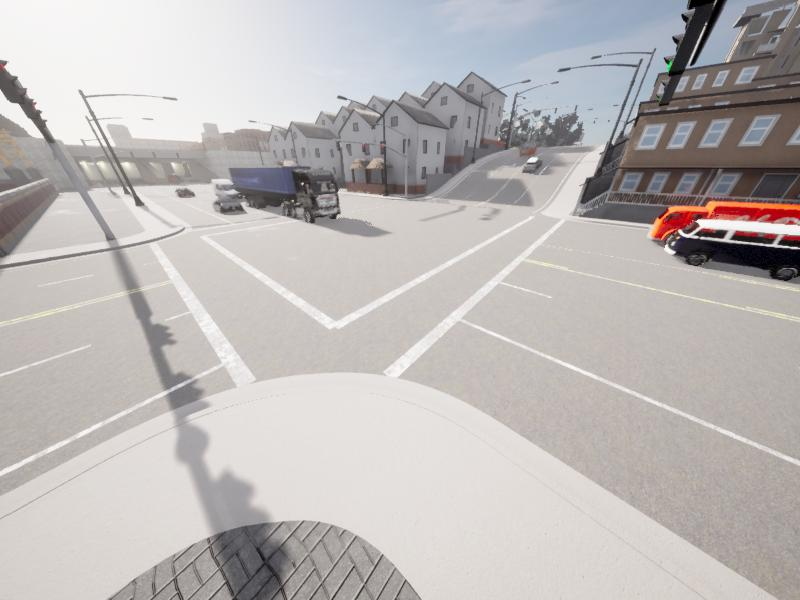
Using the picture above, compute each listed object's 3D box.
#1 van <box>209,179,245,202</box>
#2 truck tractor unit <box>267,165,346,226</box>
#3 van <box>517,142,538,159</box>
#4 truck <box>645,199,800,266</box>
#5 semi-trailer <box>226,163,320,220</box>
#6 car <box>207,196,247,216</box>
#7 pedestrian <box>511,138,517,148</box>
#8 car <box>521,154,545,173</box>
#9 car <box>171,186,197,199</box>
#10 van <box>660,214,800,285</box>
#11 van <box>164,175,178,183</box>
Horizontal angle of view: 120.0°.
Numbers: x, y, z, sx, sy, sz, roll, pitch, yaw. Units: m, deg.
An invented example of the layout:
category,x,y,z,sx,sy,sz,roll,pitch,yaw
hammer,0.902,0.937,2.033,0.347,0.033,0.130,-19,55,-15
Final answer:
category,x,y,z,sx,sy,sz,roll,pitch,yaw
van,-24.901,-15.793,33.114,5.915,2.561,1.988,25,38,34
truck tractor unit,-8.206,-9.378,20.335,6.516,4.208,3.053,25,38,36
van,23.379,-27.374,42.213,1.775,1.987,4.442,24,48,35
truck,17.573,-3.954,12.641,5.204,2.467,2.627,23,37,37
semi-trailer,-14.106,-12.102,24.850,14.254,4.402,2.717,24,38,35
car,-18.116,-9.954,24.180,4.181,1.385,1.994,24,38,35
pedestrian,27.426,-37.755,55.551,0.751,1.860,0.751,-24,38,-35
car,20.831,-21.295,36.135,1.970,1.475,3.806,23,54,34
car,-33.849,-16.898,36.209,4.181,1.385,1.994,24,38,35
van,15.497,-2.414,10.441,4.480,2.038,2.069,23,37,35
van,-70.388,-37.398,71.101,4.442,1.987,1.775,23,37,34
